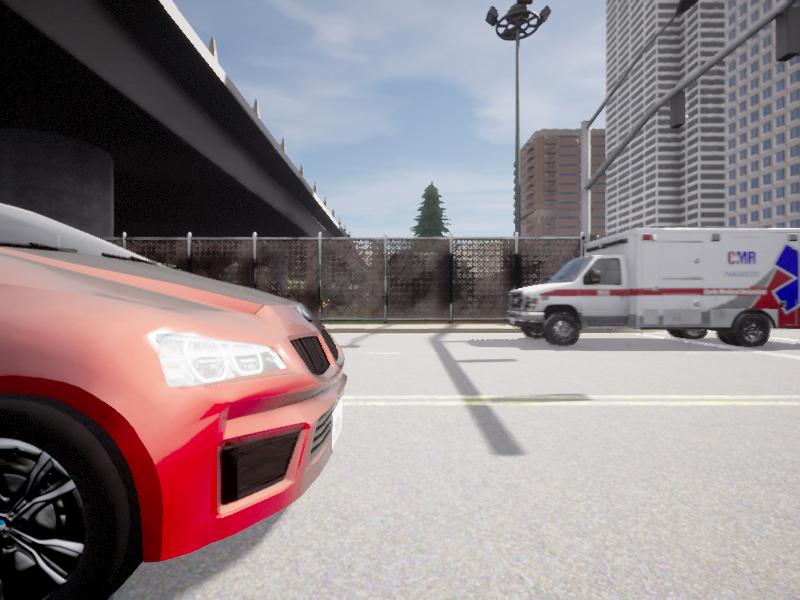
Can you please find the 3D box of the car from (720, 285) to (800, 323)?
[{"bbox_3d":[17.198,0.168,17.946,2.007,1.525,4.514,0,0,-2],"label":"car"}]

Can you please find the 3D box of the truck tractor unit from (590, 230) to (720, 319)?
[{"bbox_3d":[13.563,-1.181,22.137,3.053,4.208,6.516,0,0,0],"label":"truck tractor unit"}]

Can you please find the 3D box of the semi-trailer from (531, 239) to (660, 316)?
[{"bbox_3d":[13.568,-1.277,30.048,2.717,4.402,14.254,0,0,0],"label":"semi-trailer"}]

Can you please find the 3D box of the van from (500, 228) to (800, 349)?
[{"bbox_3d":[5.776,-0.226,9.202,6.366,2.431,2.351,0,0,0],"label":"van"}]

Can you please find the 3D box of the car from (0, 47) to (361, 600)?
[{"bbox_3d":[-2.621,0.157,2.179,4.611,1.667,2.242,0,0,0],"label":"car"}]
